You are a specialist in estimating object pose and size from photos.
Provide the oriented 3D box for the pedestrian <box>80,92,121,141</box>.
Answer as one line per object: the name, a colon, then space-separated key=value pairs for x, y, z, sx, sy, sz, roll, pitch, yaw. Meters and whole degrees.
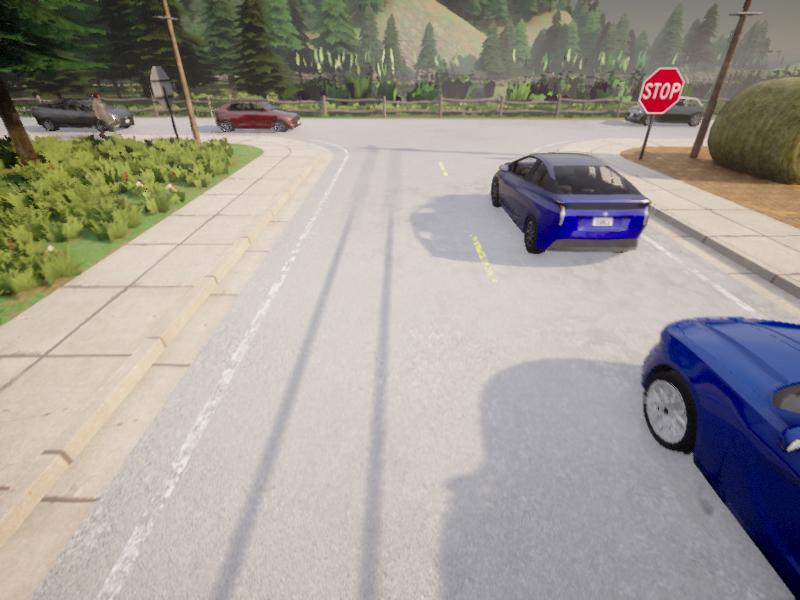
pedestrian: x=-13.026 y=-8.023 z=17.460 sx=0.751 sy=1.860 sz=0.751 roll=-8 pitch=31 yaw=-14

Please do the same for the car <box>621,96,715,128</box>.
car: x=15.346 y=-10.909 z=23.125 sx=3.806 sy=1.475 sz=1.970 roll=1 pitch=30 yaw=2

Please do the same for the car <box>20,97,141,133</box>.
car: x=-16.766 y=-9.823 z=21.219 sx=4.514 sy=1.525 sz=2.007 roll=1 pitch=30 yaw=2

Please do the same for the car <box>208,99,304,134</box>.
car: x=-7.411 y=-9.622 z=20.927 sx=4.193 sy=1.474 sz=1.816 roll=1 pitch=30 yaw=2

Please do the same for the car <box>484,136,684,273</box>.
car: x=3.261 y=-2.257 z=8.349 sx=2.007 sy=1.525 sz=4.514 roll=0 pitch=30 yaw=0

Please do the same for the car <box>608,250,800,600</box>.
car: x=3.314 y=1.454 z=1.992 sx=1.882 sy=1.535 sz=5.008 roll=0 pitch=30 yaw=0
